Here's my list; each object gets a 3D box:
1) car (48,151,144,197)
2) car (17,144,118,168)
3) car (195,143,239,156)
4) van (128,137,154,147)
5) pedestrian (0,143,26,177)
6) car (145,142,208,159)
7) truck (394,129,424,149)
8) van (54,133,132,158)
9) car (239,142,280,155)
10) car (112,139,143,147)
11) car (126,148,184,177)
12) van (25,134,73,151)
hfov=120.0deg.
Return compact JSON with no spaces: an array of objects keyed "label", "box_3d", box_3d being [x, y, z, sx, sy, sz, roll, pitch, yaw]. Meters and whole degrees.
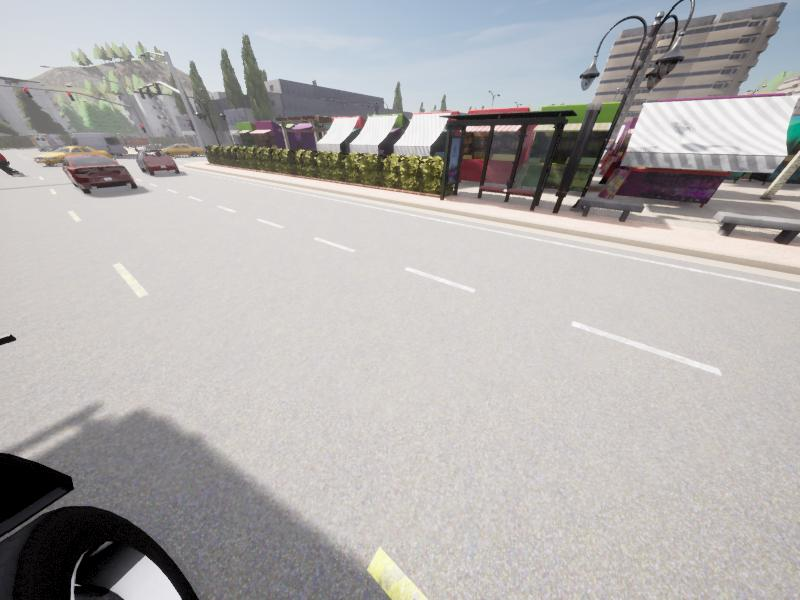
[{"label":"car","box_3d":[-15.542,-6.562,11.789,5.008,1.535,1.882,23,41,28]},{"label":"car","box_3d":[-30.351,-13.498,21.499,1.801,1.575,5.366,-1,35,-1]},{"label":"car","box_3d":[-27.483,-22.789,34.823,1.812,1.442,4.674,24,41,29]},{"label":"van","box_3d":[-68.234,-41.735,60.964,1.775,1.987,4.442,0,35,-1]},{"label":"pedestrian","box_3d":[-26.168,-9.207,15.147,0.751,1.860,0.751,10,36,14]},{"label":"car","box_3d":[-28.126,-19.009,29.333,1.801,1.575,5.366,24,41,29]},{"label":"truck","box_3d":[2.307,-39.671,56.930,2.891,3.827,8.468,23,41,29]},{"label":"van","box_3d":[-38.329,-19.418,29.012,5.915,2.561,1.988,3,37,4]},{"label":"car","box_3d":[-21.900,-23.699,36.122,2.163,1.488,4.792,24,41,29]},{"label":"car","box_3d":[-71.726,-41.365,60.977,2.152,1.651,5.027,0,35,-1]},{"label":"car","box_3d":[-17.697,-10.005,16.667,3.633,1.501,1.845,25,42,31]},{"label":"van","box_3d":[-64.538,-29.127,42.701,2.351,2.431,6.366,-20,40,-26]}]
